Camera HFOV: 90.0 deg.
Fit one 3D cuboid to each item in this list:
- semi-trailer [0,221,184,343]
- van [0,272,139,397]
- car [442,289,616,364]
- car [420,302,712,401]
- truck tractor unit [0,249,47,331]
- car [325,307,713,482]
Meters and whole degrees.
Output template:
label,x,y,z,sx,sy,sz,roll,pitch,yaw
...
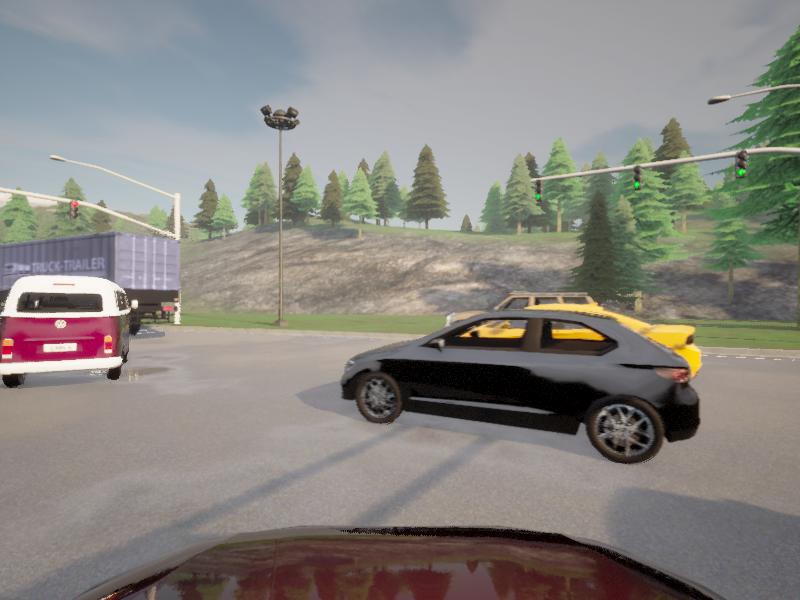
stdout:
label,x,y,z,sx,sy,sz,roll,pitch,yaw
semi-trailer,-16.140,-0.627,18.764,14.254,4.402,2.717,0,-1,26
van,-7.070,0.572,8.822,2.069,2.038,4.480,1,0,-32
car,3.743,0.653,11.846,4.605,1.855,1.932,0,0,26
car,3.093,0.823,8.251,5.008,1.535,1.882,0,0,27
truck tractor unit,-23.379,-0.525,21.914,6.516,4.208,3.053,0,0,16
car,1.269,0.854,5.246,4.193,1.474,1.816,0,0,27
